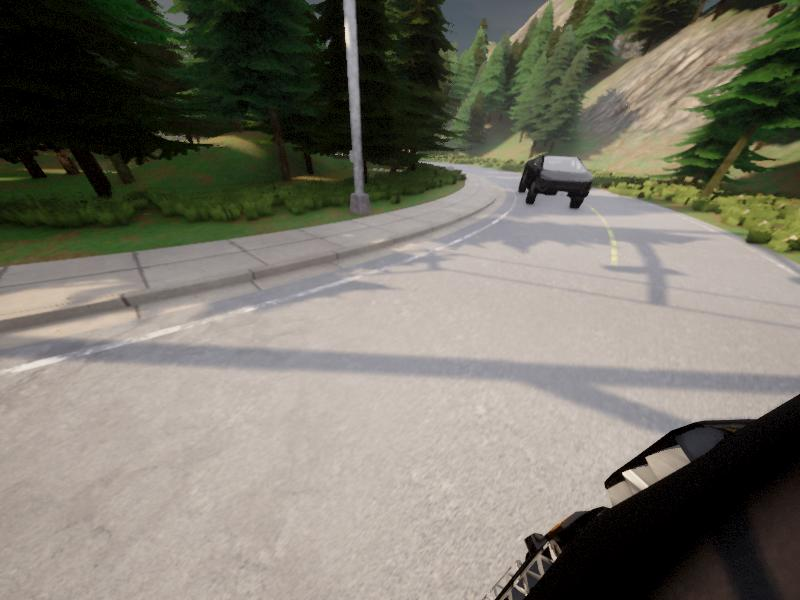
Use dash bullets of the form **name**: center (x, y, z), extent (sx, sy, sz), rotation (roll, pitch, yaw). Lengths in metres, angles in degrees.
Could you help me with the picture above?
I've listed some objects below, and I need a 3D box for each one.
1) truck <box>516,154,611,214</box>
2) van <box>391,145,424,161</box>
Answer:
- **truck**: center (8.144, -6.560, 12.473), extent (2.390, 2.098, 6.274), rotation (12, 35, 14)
- **van**: center (1.409, -29.131, 45.683), extent (6.366, 2.431, 2.351), rotation (27, 41, 32)
